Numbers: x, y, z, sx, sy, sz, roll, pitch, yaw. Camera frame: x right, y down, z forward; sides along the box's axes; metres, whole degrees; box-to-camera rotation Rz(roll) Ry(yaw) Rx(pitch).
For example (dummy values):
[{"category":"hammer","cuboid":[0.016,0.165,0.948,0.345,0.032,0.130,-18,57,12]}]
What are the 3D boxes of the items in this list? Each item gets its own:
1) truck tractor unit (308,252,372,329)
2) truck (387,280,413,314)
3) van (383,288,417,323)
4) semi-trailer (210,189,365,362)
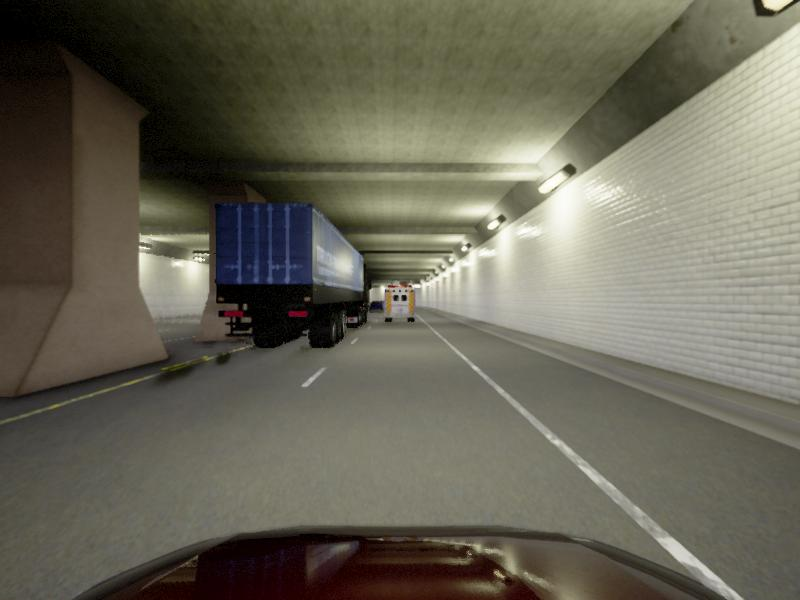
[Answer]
[{"category":"truck tractor unit","cuboid":[-3.506,-0.526,25.245,3.053,4.208,6.516,0,0,0]},{"category":"truck","cuboid":[0.012,-0.328,49.748,2.891,3.827,8.468,0,0,0]},{"category":"van","cuboid":[0.005,0.372,30.721,2.351,2.431,6.366,0,0,0]},{"category":"semi-trailer","cuboid":[-3.497,-0.622,17.326,2.717,4.402,14.254,0,0,0]}]
